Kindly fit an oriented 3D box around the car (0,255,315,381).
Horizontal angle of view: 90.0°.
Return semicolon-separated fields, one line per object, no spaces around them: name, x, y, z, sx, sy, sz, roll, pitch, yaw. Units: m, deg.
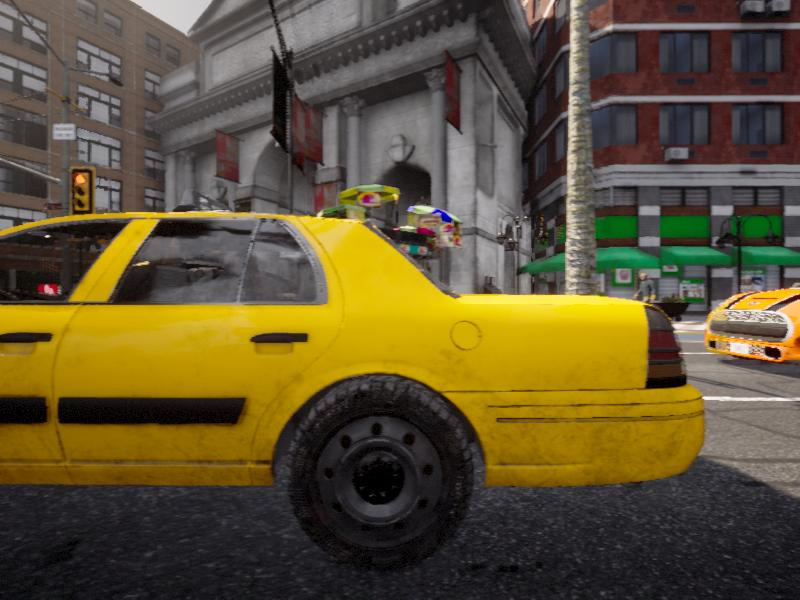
car;-3.303;0.217;5.881;3.705;1.549;1.789;0;0;1

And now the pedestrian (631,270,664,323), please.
pedestrian;8.898;-0.119;14.410;0.751;1.860;0.751;0;0;5

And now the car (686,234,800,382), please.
car;7.094;0.091;5.677;4.553;1.767;2.097;0;0;1

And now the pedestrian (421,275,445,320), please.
pedestrian;1.423;-0.112;17.130;0.751;1.860;0.751;0;0;33

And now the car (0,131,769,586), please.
car;-1.388;0.202;2.335;5.366;1.575;1.801;0;0;1

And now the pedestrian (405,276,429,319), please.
pedestrian;0.744;-0.109;17.511;0.751;1.860;0.751;0;0;34
